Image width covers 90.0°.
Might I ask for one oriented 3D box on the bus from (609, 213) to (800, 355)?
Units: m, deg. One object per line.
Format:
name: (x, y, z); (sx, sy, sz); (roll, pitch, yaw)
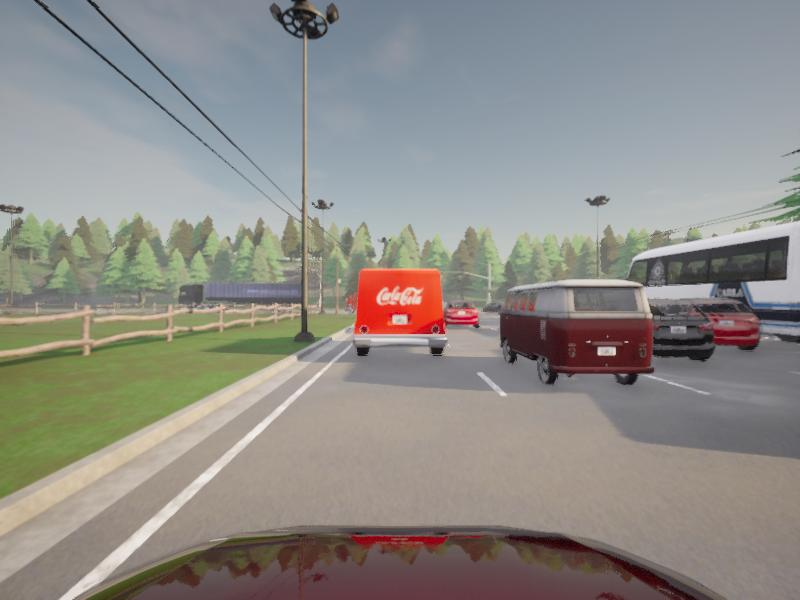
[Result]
bus: (13.645, -0.496, 17.169); (3.944, 4.253, 10.273); (0, 0, 0)

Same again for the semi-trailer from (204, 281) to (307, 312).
semi-trailer: (-21.331, -0.498, 59.496); (14.254, 4.402, 2.717); (0, 0, 1)

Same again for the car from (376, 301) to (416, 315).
car: (-0.557, 0.920, 46.703); (1.882, 1.535, 5.008); (1, -1, -42)

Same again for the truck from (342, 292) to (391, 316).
truck: (-3.872, 0.453, 44.987); (5.204, 2.467, 2.627); (0, -2, 43)

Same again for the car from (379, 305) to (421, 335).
car: (0.001, 0.951, 21.058); (1.994, 1.385, 4.181); (0, 0, 0)

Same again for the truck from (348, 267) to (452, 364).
truck: (0.000, 0.388, 12.769); (2.627, 2.467, 5.204); (0, 0, 0)

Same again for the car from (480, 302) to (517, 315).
car: (11.569, 0.968, 47.223); (1.812, 1.442, 4.674); (0, 0, -24)

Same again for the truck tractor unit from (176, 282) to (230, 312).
truck tractor unit: (-29.258, -0.404, 59.596); (6.516, 4.208, 3.053); (0, -1, 0)

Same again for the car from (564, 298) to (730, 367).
car: (6.921, 0.783, 11.989); (2.242, 1.667, 4.611); (0, 0, 2)

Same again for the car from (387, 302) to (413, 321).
car: (-0.026, 0.897, 33.050); (2.007, 1.525, 4.514); (0, 0, -1)

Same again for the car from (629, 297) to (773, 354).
car: (10.217, 0.781, 14.172); (2.242, 1.667, 4.611); (0, -1, 10)

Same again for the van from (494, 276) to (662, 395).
van: (3.501, 0.614, 8.938); (1.775, 1.987, 4.442); (0, 0, 0)

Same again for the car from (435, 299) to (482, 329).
car: (3.502, 0.808, 24.838); (2.242, 1.667, 4.611); (0, 0, 0)
